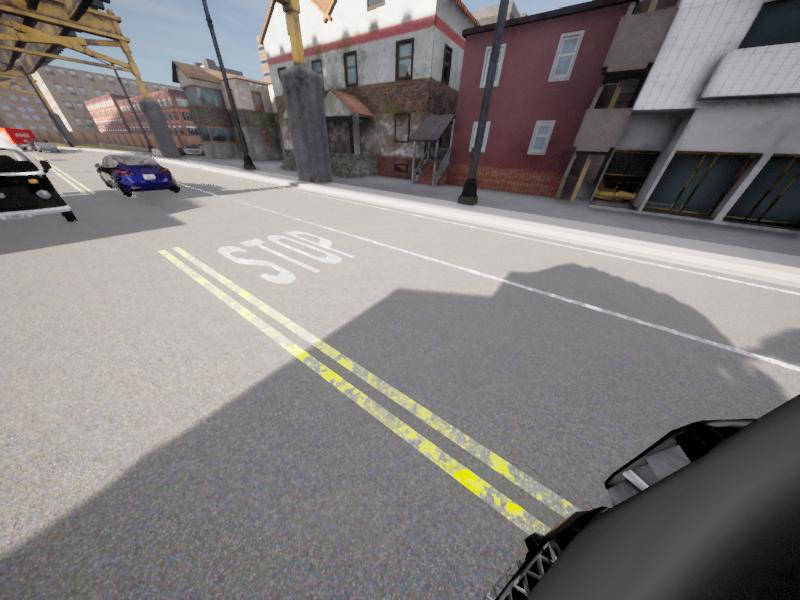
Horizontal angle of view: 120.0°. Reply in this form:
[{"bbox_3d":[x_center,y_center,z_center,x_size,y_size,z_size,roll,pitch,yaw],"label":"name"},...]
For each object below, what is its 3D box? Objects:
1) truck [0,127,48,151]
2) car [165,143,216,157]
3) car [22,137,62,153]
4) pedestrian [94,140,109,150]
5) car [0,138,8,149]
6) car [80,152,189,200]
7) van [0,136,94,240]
[{"bbox_3d":[-52.120,-21.703,31.147,5.204,2.467,2.627,10,34,12],"label":"truck"},{"bbox_3d":[-30.289,-21.830,33.685,4.974,1.542,2.038,-12,36,-21],"label":"car"},{"bbox_3d":[-45.571,-19.717,29.440,3.633,1.501,1.845,19,37,24],"label":"car"},{"bbox_3d":[-48.773,-25.361,37.710,0.751,1.300,0.751,3,33,1],"label":"pedestrian"},{"bbox_3d":[-59.155,-22.256,32.475,3.806,1.475,1.970,2,33,-1],"label":"car"},{"bbox_3d":[-12.548,-6.012,10.932,4.792,1.488,2.163,23,38,28],"label":"car"},{"bbox_3d":[-11.096,-3.276,6.352,4.480,2.038,2.069,23,38,28],"label":"van"}]
